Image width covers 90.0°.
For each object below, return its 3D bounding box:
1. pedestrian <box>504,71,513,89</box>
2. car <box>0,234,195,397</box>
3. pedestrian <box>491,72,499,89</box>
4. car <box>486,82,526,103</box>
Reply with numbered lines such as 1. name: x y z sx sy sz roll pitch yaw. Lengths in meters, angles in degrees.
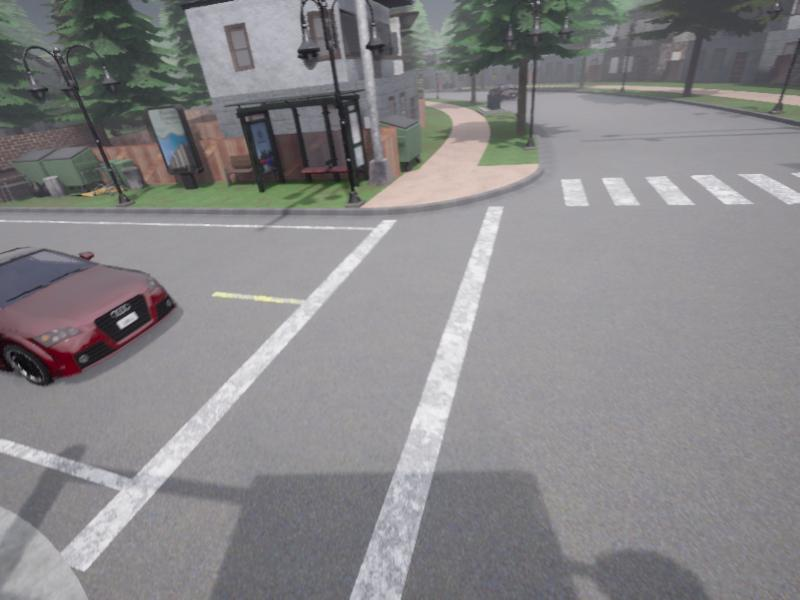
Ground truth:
1. pedestrian: 13.037 -26.430 48.093 0.751 1.860 0.751 -17 31 -18
2. car: -5.807 0.005 6.250 4.181 1.385 1.994 4 31 18
3. pedestrian: 11.949 -27.661 50.482 0.751 1.860 0.751 -10 30 -7
4. car: 9.467 -18.731 36.114 1.994 1.385 4.181 -9 30 -5
